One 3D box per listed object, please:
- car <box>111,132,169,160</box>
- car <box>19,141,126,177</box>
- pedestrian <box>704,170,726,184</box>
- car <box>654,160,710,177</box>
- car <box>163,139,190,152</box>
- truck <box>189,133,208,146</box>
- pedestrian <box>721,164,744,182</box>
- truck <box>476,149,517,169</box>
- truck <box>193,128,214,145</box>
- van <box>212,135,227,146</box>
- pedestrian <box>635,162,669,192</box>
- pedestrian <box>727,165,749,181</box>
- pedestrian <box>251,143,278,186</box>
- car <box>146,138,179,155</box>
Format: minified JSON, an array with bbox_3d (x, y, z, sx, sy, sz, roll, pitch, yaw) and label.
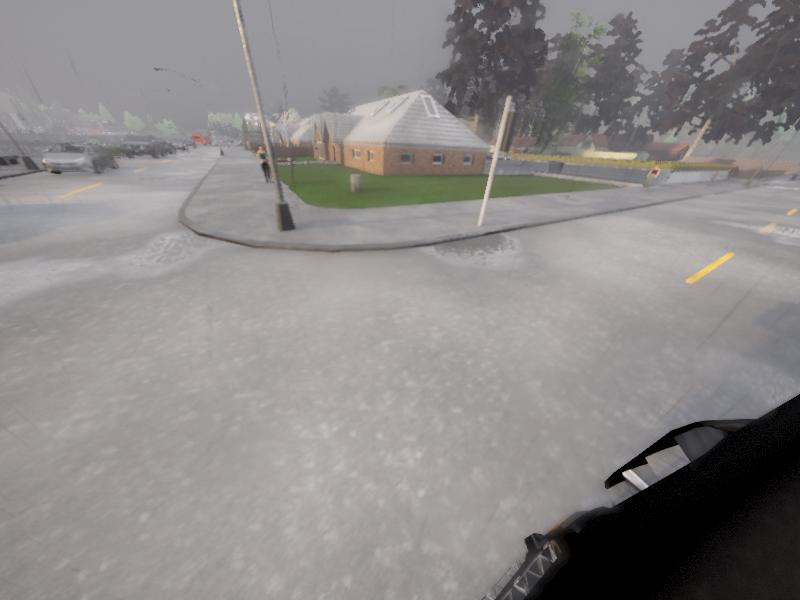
[{"bbox_3d":[-25.910,-15.543,23.349,2.150,2.045,5.566,-16,38,-26],"label":"car"},{"bbox_3d":[-19.168,-8.580,13.916,2.007,1.525,4.514,-16,38,-26],"label":"car"},{"bbox_3d":[35.553,-13.931,26.100,0.751,1.300,0.751,-12,36,-21],"label":"pedestrian"},{"bbox_3d":[48.989,-23.010,40.278,2.150,2.045,5.566,-16,38,-26],"label":"car"},{"bbox_3d":[-34.975,-24.384,36.335,2.038,1.542,4.974,-16,38,-26],"label":"car"},{"bbox_3d":[-50.160,-39.978,57.640,2.627,2.467,5.204,-16,38,-26],"label":"truck"},{"bbox_3d":[42.989,-16.430,29.890,0.751,1.860,0.751,-14,37,-23],"label":"pedestrian"},{"bbox_3d":[13.142,-19.398,31.772,2.069,2.038,4.478,-16,38,-26],"label":"truck"},{"bbox_3d":[-57.619,-48.022,67.874,2.891,3.827,8.468,-16,38,-26],"label":"truck"},{"bbox_3d":[-50.733,-44.985,65.118,2.351,2.431,6.366,-16,38,-26],"label":"van"},{"bbox_3d":[18.346,-8.961,16.840,0.751,1.860,0.751,-15,38,-24],"label":"pedestrian"},{"bbox_3d":[46.768,-17.643,31.994,0.751,1.860,0.751,23,39,27],"label":"pedestrian"},{"bbox_3d":[-7.066,-7.086,12.082,0.751,1.860,0.751,-17,39,-27],"label":"pedestrian"},{"bbox_3d":[-30.116,-19.559,29.422,1.851,1.617,3.988,-16,38,-26],"label":"car"}]
